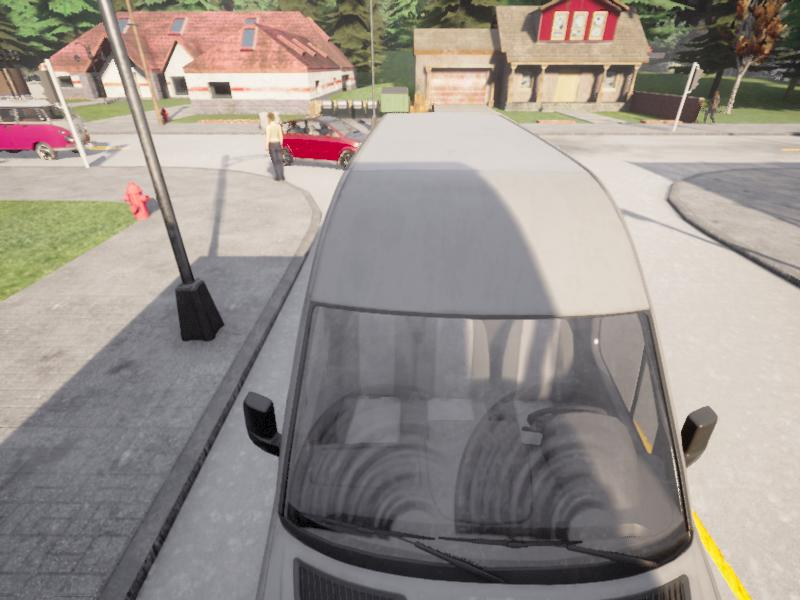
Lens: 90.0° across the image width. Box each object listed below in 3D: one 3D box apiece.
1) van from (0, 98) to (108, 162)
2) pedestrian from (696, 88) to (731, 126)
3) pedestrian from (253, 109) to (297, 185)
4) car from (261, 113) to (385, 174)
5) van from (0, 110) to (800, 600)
[{"bbox_3d":[-14.077,-6.375,14.969,4.442,1.987,1.775,0,30,1],"label":"van"},{"bbox_3d":[17.668,-10.883,22.576,0.751,1.860,0.751,0,30,-1],"label":"pedestrian"},{"bbox_3d":[-3.542,-4.349,11.374,0.751,1.860,0.751,-17,34,-27],"label":"pedestrian"},{"bbox_3d":[-2.579,-5.479,13.865,3.705,1.549,1.789,10,31,17],"label":"car"},{"bbox_3d":[0.421,0.047,3.431,1.988,2.561,5.915,1,30,2],"label":"van"}]
